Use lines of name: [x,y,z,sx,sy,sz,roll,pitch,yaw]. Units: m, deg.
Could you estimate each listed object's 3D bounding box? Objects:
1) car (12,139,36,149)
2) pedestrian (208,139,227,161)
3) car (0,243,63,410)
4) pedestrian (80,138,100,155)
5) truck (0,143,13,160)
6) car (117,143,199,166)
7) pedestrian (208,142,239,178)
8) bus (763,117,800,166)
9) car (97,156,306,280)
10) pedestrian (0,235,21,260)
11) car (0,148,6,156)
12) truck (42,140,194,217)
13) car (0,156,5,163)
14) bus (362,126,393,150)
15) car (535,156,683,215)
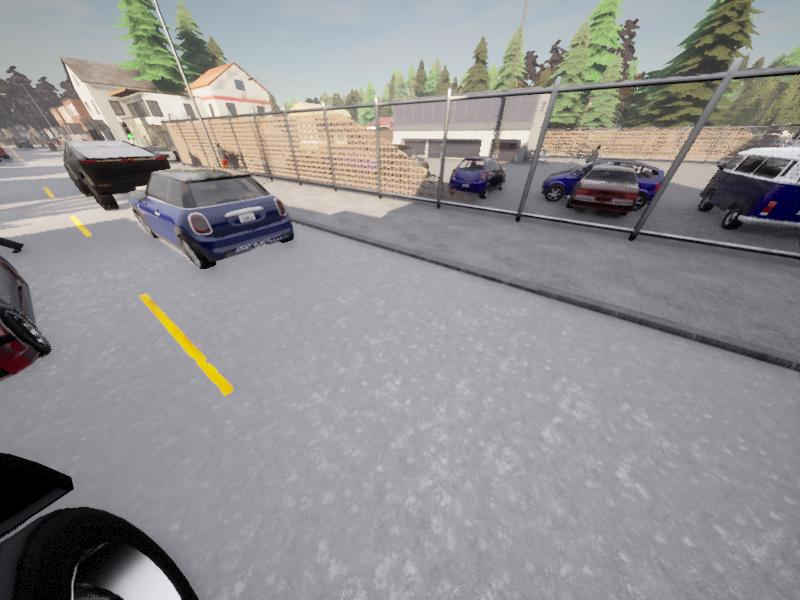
car: [-80.105,-33.223,49.179,4.974,1.542,2.038,22,41,28]
pedestrian: [-19.360,-15.886,24.493,0.751,1.860,0.751,-7,36,-10]
car: [-6.085,0.133,2.519,4.181,1.385,1.994,22,40,28]
pedestrian: [-41.544,-20.577,30.977,0.751,1.860,0.751,24,42,30]
truck: [-48.008,-18.132,25.995,8.468,3.827,2.891,22,41,28]
car: [-23.695,-14.486,22.886,1.930,1.638,5.238,26,43,32]
pedestrian: [-10.941,-8.701,14.353,0.751,1.860,0.751,25,42,31]
bus: [47.526,-17.129,24.843,10.273,4.253,3.944,-7,34,-9]
car: [-4.815,-2.362,5.676,4.553,1.767,2.097,22,41,28]
pedestrian: [-9.119,-1.686,4.586,0.751,1.860,0.751,18,39,23]
car: [-54.952,-20.033,30.676,4.792,1.488,2.163,22,41,28]
truck: [-11.696,-5.311,9.550,6.274,2.098,2.390,22,41,28]
car: [-41.250,-14.434,22.763,3.705,1.549,1.789,22,41,28]
bus: [-5.446,-37.785,53.791,3.944,4.253,10.273,-15,39,-17]
car: [7.762,-4.626,9.069,3.705,1.547,1.789,22,41,28]
